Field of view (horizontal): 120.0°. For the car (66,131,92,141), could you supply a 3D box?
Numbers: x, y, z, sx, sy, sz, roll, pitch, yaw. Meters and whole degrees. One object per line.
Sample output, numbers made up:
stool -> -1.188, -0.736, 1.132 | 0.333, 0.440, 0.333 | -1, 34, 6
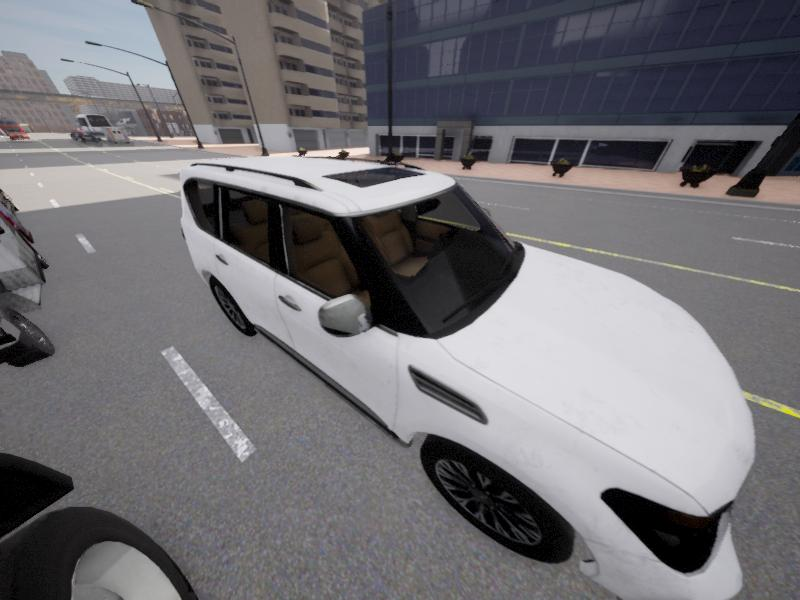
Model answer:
car -> -63.427, -32.337, 45.583 | 5.357, 1.411, 2.033 | 24, 41, 27

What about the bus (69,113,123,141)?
bus -> -62.960, -35.741, 47.856 | 10.273, 4.253, 3.944 | 24, 41, 27

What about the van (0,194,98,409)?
van -> -6.911, -0.728, 2.798 | 6.366, 2.431, 2.351 | 22, 41, 28

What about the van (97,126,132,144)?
van -> -53.121, -30.704, 43.006 | 6.366, 2.431, 2.351 | 24, 42, 27

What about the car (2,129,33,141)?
car -> -70.565, -30.473, 42.603 | 4.611, 1.667, 2.242 | 24, 41, 27

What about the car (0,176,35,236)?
car -> -13.227, -2.969, 6.728 | 4.902, 1.511, 2.128 | 22, 41, 28

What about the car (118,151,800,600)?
car -> -0.312, -0.328, 2.603 | 5.566, 2.045, 2.150 | 23, 41, 28

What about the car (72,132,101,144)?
car -> -56.704, -29.356, 41.818 | 4.902, 1.511, 2.128 | 24, 42, 27
